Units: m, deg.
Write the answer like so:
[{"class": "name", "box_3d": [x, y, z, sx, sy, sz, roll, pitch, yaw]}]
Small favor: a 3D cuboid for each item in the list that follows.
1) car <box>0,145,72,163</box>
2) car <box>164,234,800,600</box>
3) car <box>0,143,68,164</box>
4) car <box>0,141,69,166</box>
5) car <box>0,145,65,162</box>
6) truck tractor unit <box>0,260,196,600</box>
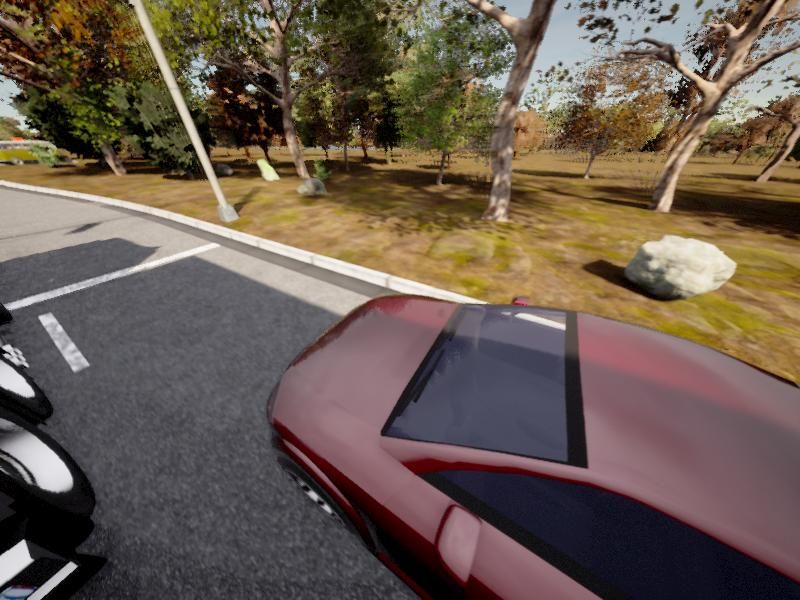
[{"class": "car", "box_3d": [-43.170, -17.005, 26.848, 1.946, 1.575, 5.366, 9, 35, 13]}, {"class": "car", "box_3d": [0.999, 0.888, 1.517, 4.181, 1.385, 1.994, 18, 39, 25]}, {"class": "car", "box_3d": [-40.833, -15.998, 25.179, 2.185, 1.767, 4.553, 9, 35, 13]}, {"class": "car", "box_3d": [-38.441, -15.056, 23.641, 1.878, 1.987, 4.442, 9, 35, 13]}, {"class": "car", "box_3d": [-45.658, -17.800, 27.992, 1.946, 1.575, 5.366, 10, 36, 13]}, {"class": "truck tractor unit", "box_3d": [-5.107, -0.304, 0.789, 6.516, 4.208, 3.053, 19, 39, 24]}]
